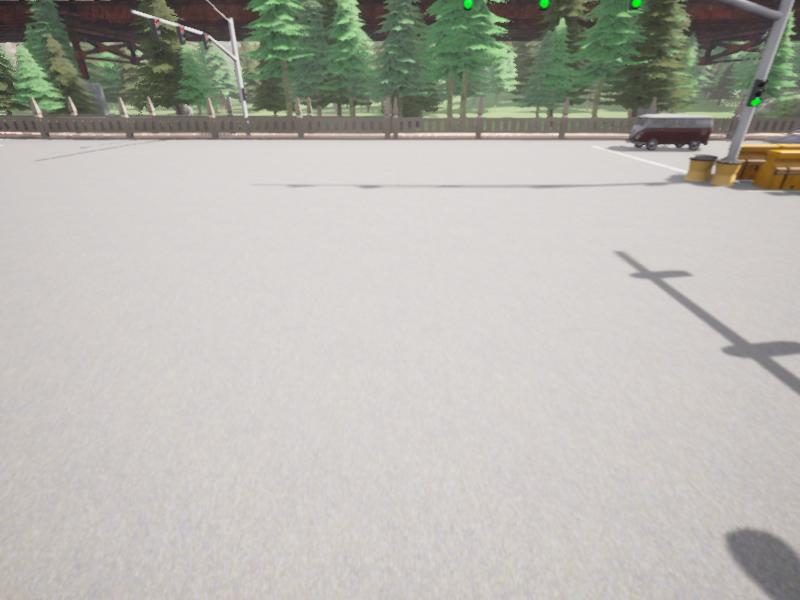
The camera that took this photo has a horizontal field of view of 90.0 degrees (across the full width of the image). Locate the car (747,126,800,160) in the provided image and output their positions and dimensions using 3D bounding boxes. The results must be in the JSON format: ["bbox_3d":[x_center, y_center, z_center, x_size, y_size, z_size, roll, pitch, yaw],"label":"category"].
[{"bbox_3d":[22.113,-8.423,21.368,4.902,1.511,2.128,0,27,1],"label":"car"}]

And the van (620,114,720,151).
[{"bbox_3d":[16.332,-10.267,24.454,4.442,1.987,1.775,0,27,1],"label":"van"}]

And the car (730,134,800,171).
[{"bbox_3d":[18.198,-6.786,18.340,4.181,1.385,1.994,0,27,1],"label":"car"}]
